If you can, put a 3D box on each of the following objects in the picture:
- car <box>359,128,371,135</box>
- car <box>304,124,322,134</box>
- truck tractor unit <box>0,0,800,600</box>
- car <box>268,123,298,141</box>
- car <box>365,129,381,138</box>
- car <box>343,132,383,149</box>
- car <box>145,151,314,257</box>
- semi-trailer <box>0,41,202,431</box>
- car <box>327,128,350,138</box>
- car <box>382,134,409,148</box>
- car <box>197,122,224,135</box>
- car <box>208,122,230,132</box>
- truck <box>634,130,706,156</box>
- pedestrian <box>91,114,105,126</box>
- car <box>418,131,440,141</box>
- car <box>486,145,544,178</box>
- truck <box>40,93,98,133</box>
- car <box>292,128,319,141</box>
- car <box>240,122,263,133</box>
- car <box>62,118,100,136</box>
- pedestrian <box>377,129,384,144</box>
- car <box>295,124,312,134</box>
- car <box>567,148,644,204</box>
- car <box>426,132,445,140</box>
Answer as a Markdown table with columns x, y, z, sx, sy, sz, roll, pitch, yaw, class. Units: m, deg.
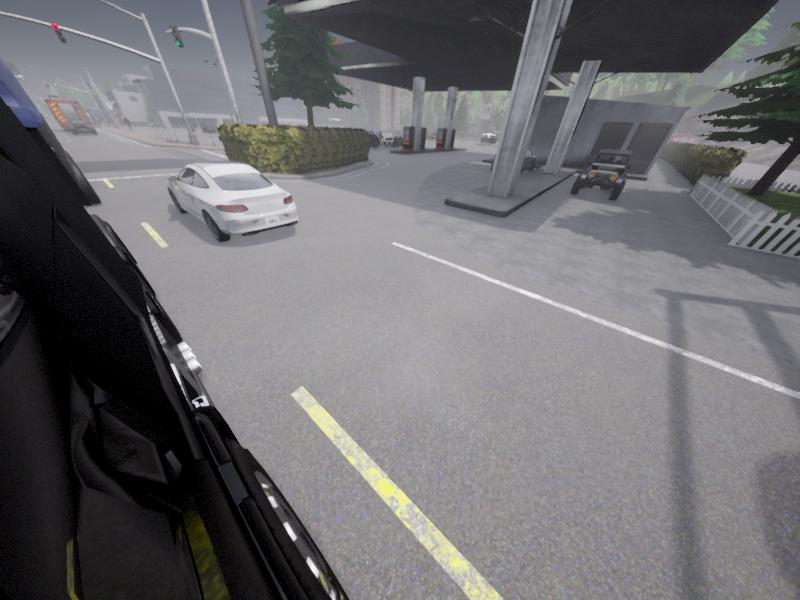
| x | y | z | sx | sy | sz | roll | pitch | yaw | class |
| --- | --- | --- | --- | --- | --- | --- | --- | --- | --- |
| -10.919 | -52.834 | 72.441 | 3.633 | 1.501 | 1.845 | 28 | 43 | 29 | car |
| -22.864 | -44.894 | 60.620 | 4.605 | 1.855 | 1.932 | 28 | 43 | 29 | car |
| -2.645 | -0.295 | 0.351 | 6.516 | 4.208 | 3.053 | 28 | 44 | 30 | truck tractor unit |
| -17.224 | -24.727 | 33.981 | 3.866 | 1.878 | 1.905 | 28 | 43 | 29 | car |
| -6.297 | -38.795 | 53.874 | 3.633 | 1.501 | 1.845 | 28 | 43 | 29 | car |
| -4.672 | -20.669 | 29.938 | 2.033 | 1.649 | 4.856 | 28 | 44 | 30 | car |
| -4.554 | -2.835 | 6.096 | 4.674 | 1.442 | 1.812 | 28 | 43 | 29 | car |
| -8.714 | -3.595 | 4.212 | 14.254 | 4.402 | 2.717 | 28 | 44 | 30 | semi-trailer |
| -12.700 | -34.411 | 47.578 | 4.514 | 1.523 | 2.007 | 28 | 43 | 29 | car |
| -0.616 | -23.390 | 33.955 | 1.970 | 1.475 | 3.806 | 28 | 44 | 30 | car |
| -33.319 | -30.180 | 40.634 | 4.514 | 1.523 | 2.007 | 28 | 43 | 29 | car |
| -36.405 | -34.709 | 46.385 | 3.806 | 1.475 | 1.970 | 28 | 43 | 29 | car |
| 55.099 | -32.409 | 47.526 | 2.891 | 3.827 | 8.468 | -19 | 42 | -27 | truck |
| -63.743 | -38.011 | 48.754 | 0.751 | 1.860 | 0.751 | -6 | 38 | -12 | pedestrian |
| 7.161 | -40.913 | 57.565 | 5.027 | 1.636 | 2.152 | 28 | 43 | 29 | car |
| 8.574 | -10.383 | 17.093 | 2.242 | 1.667 | 4.611 | 28 | 43 | 29 | car |
| -45.903 | -25.769 | 32.022 | 8.468 | 3.827 | 2.891 | 28 | 44 | 30 | truck |
| -14.644 | -25.722 | 35.947 | 3.806 | 1.475 | 1.970 | 28 | 43 | 29 | car |
| -32.559 | -37.741 | 50.546 | 5.027 | 1.636 | 2.152 | 28 | 43 | 29 | car |
| -39.104 | -21.224 | 28.287 | 4.974 | 1.542 | 2.038 | 28 | 44 | 30 | car |
| -3.087 | -25.927 | 36.576 | 0.751 | 1.860 | 0.751 | 27 | 43 | 29 | pedestrian |
| -24.398 | -43.459 | 58.571 | 3.866 | 1.878 | 1.905 | 28 | 43 | 29 | car |
| 10.171 | -6.304 | 11.461 | 1.905 | 1.878 | 3.866 | 28 | 43 | 29 | car |
| 9.120 | -42.314 | 59.575 | 4.514 | 1.523 | 2.007 | 28 | 43 | 29 | car |
